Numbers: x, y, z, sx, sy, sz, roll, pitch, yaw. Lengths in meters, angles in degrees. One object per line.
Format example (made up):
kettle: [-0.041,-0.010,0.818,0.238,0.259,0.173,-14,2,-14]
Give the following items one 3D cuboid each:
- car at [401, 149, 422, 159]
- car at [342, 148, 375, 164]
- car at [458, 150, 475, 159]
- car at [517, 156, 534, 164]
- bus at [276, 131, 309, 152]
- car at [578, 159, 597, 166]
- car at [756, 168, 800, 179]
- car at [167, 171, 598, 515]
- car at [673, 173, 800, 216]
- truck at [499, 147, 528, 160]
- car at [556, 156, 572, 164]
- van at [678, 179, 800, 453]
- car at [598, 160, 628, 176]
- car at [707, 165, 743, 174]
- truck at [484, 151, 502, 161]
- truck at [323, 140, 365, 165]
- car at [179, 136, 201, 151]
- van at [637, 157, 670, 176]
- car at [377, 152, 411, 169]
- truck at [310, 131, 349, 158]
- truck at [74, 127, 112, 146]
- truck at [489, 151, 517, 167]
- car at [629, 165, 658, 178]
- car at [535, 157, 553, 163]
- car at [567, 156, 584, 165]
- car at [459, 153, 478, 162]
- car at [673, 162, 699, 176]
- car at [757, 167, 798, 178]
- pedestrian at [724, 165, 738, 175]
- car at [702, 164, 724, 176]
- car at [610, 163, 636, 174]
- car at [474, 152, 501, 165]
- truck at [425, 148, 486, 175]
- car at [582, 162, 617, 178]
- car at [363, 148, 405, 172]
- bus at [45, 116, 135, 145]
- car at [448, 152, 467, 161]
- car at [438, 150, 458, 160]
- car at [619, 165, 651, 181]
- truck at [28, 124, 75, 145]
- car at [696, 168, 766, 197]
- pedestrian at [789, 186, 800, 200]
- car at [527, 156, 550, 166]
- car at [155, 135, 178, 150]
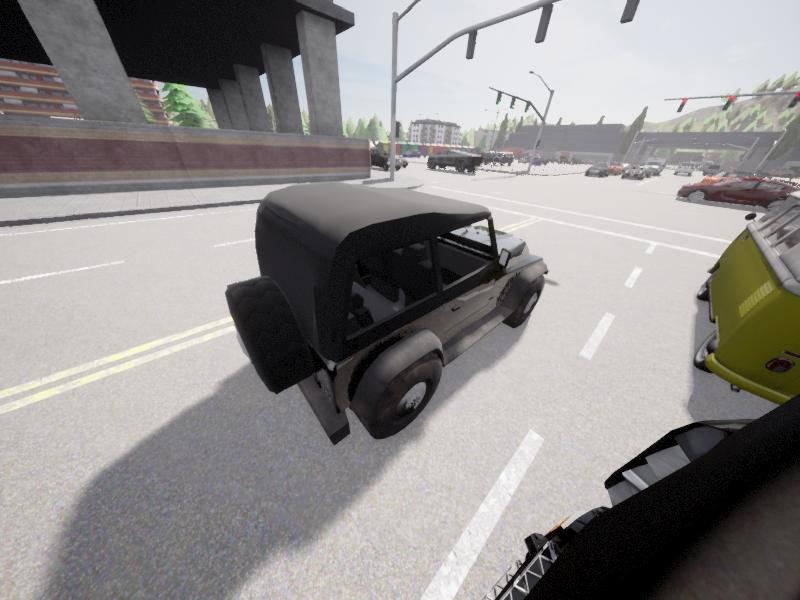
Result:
car: [2.691,-33.627,53.175,4.611,1.667,2.242,-24,42,-35]
car: [-5.933,-20.540,32.877,1.930,1.638,5.238,-25,42,-35]
car: [18.748,-41.008,65.220,4.605,1.855,1.932,-24,42,-35]
car: [29.936,-33.423,55.077,3.806,1.475,1.970,-24,42,-35]
bus: [-28.650,-42.320,61.605,3.944,4.253,10.273,-25,42,-35]
car: [57.004,-41.864,70.150,1.970,1.475,3.806,-24,42,-34]
car: [85.714,-28.857,52.502,2.033,1.649,4.856,-25,42,-35]
car: [0.275,-0.348,2.784,3.866,1.878,1.905,-24,42,-35]
car: [20.184,-6.378,13.663,1.882,1.535,5.008,-25,42,-35]
truck: [41.488,-53.743,84.665,2.891,3.827,8.468,-23,41,-33]
car: [44.850,-38.340,63.194,3.866,1.878,1.905,-24,42,-35]
van: [5.428,-0.143,2.783,4.442,1.987,1.775,-24,42,-35]
car: [32.225,-19.961,34.877,4.553,1.767,2.097,-24,42,-35]
car: [83.869,-33.720,59.792,1.882,1.535,5.008,-5,34,-12]
truck: [24.208,-37.501,60.177,4.478,2.038,2.069,-24,42,-35]
truck: [-7.124,-18.768,29.364,2.627,2.467,5.204,-25,42,-35]
car: [-35.282,-26.260,38.792,1.905,1.878,3.866,-24,42,-35]
van: [41.806,-21.983,38.084,6.366,2.431,2.351,-24,42,-35]
car: [-0.825,-17.112,28.251,1.816,1.474,4.193,-25,42,-35]
truck: [-13.339,-29.263,43.484,2.891,3.827,8.468,-25,42,-35]
truck: [-51.752,-27.613,39.104,2.615,2.467,5.204,-24,42,-35]
truck: [17.531,-23.966,39.264,4.478,2.038,2.069,-24,42,-35]
car: [35.226,-18.568,33.390,4.181,1.385,1.994,-24,42,-35]
car: [38.212,-37.161,61.331,5.357,1.415,2.033,-24,42,-35]
car: [46.715,-37.054,61.393,4.605,1.855,1.932,-24,42,-35]
car: [14.792,-30.849,50.041,3.806,1.475,1.970,-24,42,-35]
car: [52.883,-24.260,42.713,5.566,2.045,2.150,-24,42,-35]
car: [88.500,-30.035,54.284,1.932,1.855,4.605,-25,42,-35]
pedestrian: [71.750,-28.112,50.077,0.751,1.860,0.751,21,38,25]
car: [63.704,-26.523,47.102,3.866,1.878,1.905,-24,42,-35]
car: [37.944,-22.427,39.315,4.792,1.488,2.163,-24,42,-35]
car: [15.567,-25.134,41.046,4.605,1.855,1.932,-24,42,-35]
truck: [6.044,-15.787,26.209,2.390,2.098,6.274,-25,42,-35]
car: [26.359,-17.232,30.468,4.856,1.649,2.033,-24,42,-35]
car: [-1.825,-15.028,24.672,1.932,1.855,4.605,-25,42,-35]
bus: [-65.297,-36.021,49.413,10.273,4.253,3.944,-24,42,-35]
car: [12.887,-32.146,51.793,3.905,1.438,1.784,-24,42,-35]
car: [11.090,-33.481,53.288,4.605,1.855,1.932,-24,42,-35]
car: [29.844,-16.171,29.268,3.806,1.475,1.970,-24,42,-35]
truck: [-54.987,-26.153,36.657,2.615,2.467,5.204,-24,42,-35]
car: [28.544,-10.393,20.173,2.097,1.767,4.553,26,40,30]
pedestrian: [29.400,-8.105,16.402,0.751,1.860,0.751,18,36,21]
car: [28.810,-28.839,47.950,4.611,1.667,2.242,-24,42,-35]
car: [-37.490,-25.264,37.122,1.905,1.878,3.866,-24,42,-35]
